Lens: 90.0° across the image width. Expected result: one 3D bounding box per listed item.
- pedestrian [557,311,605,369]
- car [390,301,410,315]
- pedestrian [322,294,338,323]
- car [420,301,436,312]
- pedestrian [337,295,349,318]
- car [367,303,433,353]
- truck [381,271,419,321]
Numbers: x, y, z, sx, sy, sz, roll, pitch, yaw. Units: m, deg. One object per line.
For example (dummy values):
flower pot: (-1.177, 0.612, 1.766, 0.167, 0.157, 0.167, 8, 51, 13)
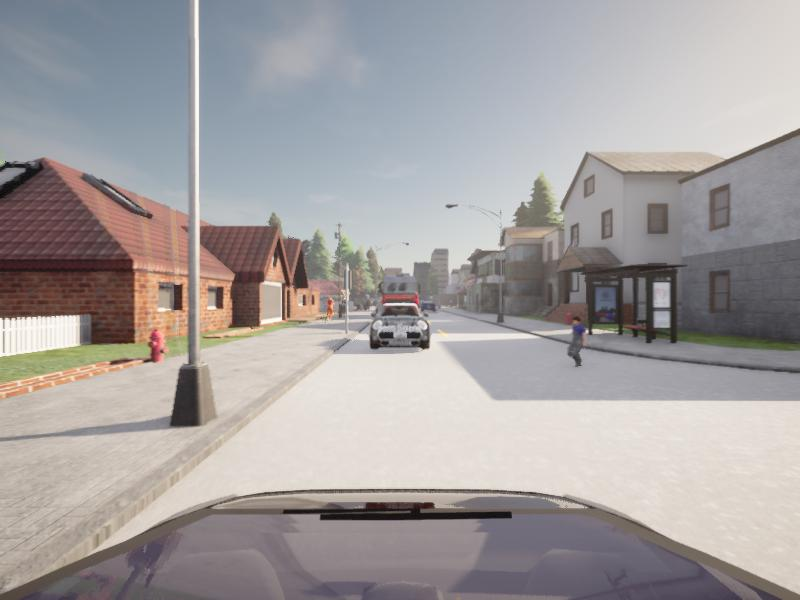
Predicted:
pedestrian: (4.304, 0.921, 9.541, 0.751, 1.300, 0.751, 0, 0, -22)
car: (-0.003, 0.853, 45.848, 2.128, 1.511, 4.902, 0, 0, 0)
pedestrian: (-4.521, 0.543, 25.880, 0.751, 1.860, 0.751, 0, 0, 11)
car: (3.995, 0.844, 57.619, 1.882, 1.535, 5.008, 0, 0, 0)
pedestrian: (-4.827, 0.546, 34.097, 0.751, 1.860, 0.751, 0, 0, -34)
car: (-0.002, 0.859, 13.854, 1.970, 1.475, 3.806, 0, 0, 0)
truck: (-0.007, -0.308, 35.061, 2.891, 3.827, 8.468, 0, 0, 0)
